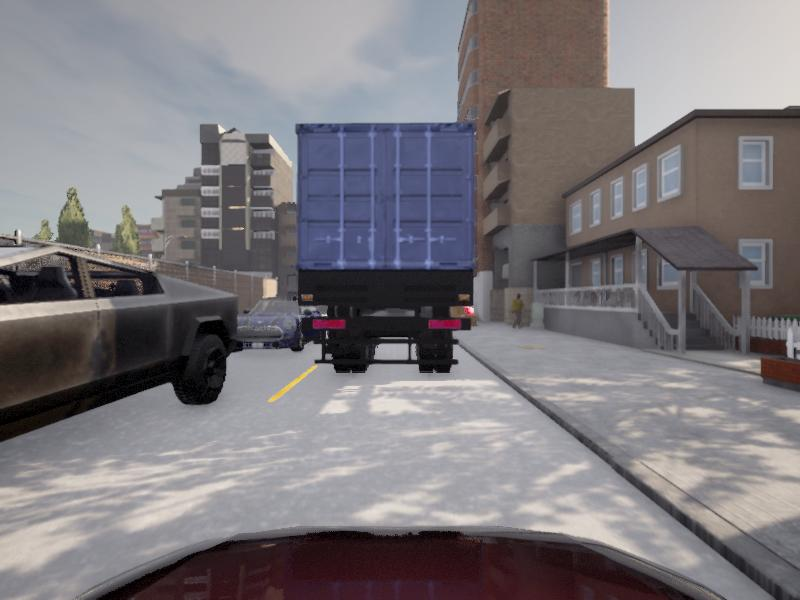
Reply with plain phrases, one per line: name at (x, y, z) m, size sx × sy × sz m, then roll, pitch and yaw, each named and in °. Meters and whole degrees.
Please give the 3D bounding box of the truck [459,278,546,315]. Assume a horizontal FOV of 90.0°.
truck at (10.781, -0.385, 42.640) m, size 8.468 × 3.827 × 2.891 m, roll 0°, pitch 0°, yaw 0°

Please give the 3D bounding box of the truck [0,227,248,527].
truck at (-3.992, 0.536, 4.190) m, size 2.390 × 2.098 × 6.274 m, roll 0°, pitch 0°, yaw 0°

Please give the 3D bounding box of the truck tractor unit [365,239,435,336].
truck tractor unit at (-0.002, -0.552, 20.598) m, size 3.053 × 4.208 × 6.516 m, roll 0°, pitch 0°, yaw 0°

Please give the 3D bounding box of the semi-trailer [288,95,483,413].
semi-trailer at (-0.095, -0.637, 12.686) m, size 2.717 × 4.402 × 14.254 m, roll 0°, pitch 0°, yaw 1°

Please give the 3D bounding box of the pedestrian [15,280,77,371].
pedestrian at (-7.690, 0.520, 8.707) m, size 0.751 × 1.860 × 0.751 m, roll 0°, pitch 0°, yaw 23°

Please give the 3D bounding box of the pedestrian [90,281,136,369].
pedestrian at (-6.407, 0.520, 8.970) m, size 0.751 × 1.860 × 0.751 m, roll 0°, pitch 0°, yaw -27°

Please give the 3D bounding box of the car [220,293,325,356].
car at (-3.999, 0.675, 13.483) m, size 2.097 × 1.767 × 4.553 m, roll 0°, pitch 0°, yaw 0°

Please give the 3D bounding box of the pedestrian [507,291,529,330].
pedestrian at (5.675, 0.505, 19.275) m, size 0.751 × 1.860 × 0.751 m, roll 0°, pitch 0°, yaw -12°
